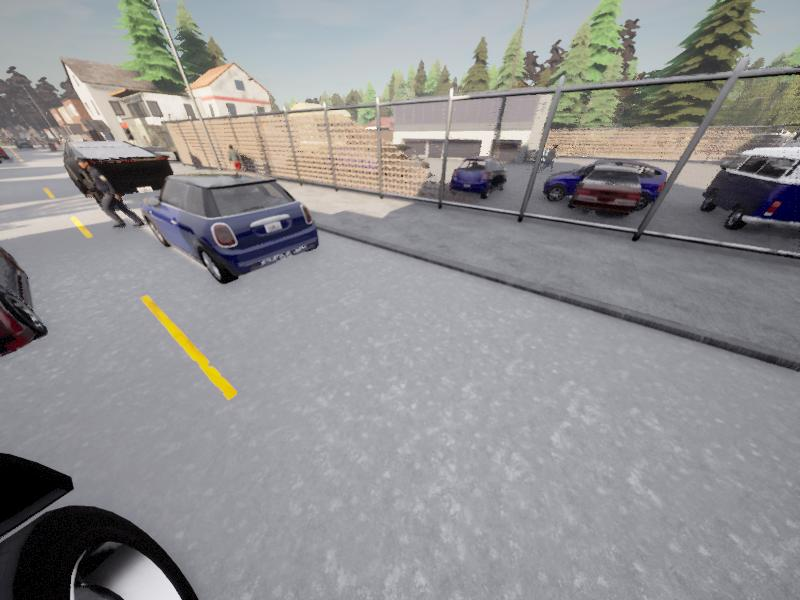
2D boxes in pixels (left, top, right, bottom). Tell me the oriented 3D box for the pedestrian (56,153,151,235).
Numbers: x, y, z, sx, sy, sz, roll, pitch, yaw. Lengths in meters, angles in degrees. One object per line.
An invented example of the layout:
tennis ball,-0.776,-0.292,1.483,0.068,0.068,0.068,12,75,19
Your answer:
pedestrian,-7.966,-2.877,6.307,0.751,1.860,0.751,23,41,28

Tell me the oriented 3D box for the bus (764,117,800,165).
bus,47.577,-17.126,24.790,10.273,4.253,3.944,-7,34,-9

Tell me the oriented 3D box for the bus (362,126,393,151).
bus,-5.355,-37.738,53.771,3.944,4.253,10.273,-15,39,-17

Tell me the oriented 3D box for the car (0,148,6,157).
car,-54.906,-19.944,30.657,4.792,1.488,2.163,22,41,28

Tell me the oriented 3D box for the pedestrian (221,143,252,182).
pedestrian,-9.363,-7.903,13.260,0.751,1.860,0.751,-28,44,-34

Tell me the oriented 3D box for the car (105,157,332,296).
car,-4.050,-2.038,5.237,4.553,1.767,2.097,22,41,28

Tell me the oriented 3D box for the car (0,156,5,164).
car,-41.200,-14.360,22.740,3.705,1.549,1.789,22,41,28

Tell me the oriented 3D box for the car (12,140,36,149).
car,-80.069,-33.105,49.167,4.974,1.542,2.038,22,41,28

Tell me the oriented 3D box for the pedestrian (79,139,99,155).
pedestrian,-41.695,-20.498,30.952,0.751,1.860,0.751,25,42,30

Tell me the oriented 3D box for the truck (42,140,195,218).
truck,-11.639,-5.269,9.520,6.274,2.098,2.390,22,41,28

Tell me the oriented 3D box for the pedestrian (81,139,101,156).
pedestrian,-39.739,-19.653,29.762,0.751,1.860,0.751,28,44,33

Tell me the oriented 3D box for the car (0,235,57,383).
car,-6.531,-0.061,2.784,4.181,1.385,1.994,22,41,28

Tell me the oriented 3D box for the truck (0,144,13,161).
truck,-47.960,-18.052,25.974,8.468,3.827,2.891,22,41,28

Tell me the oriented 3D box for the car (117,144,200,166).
car,-23.645,-14.429,22.861,1.930,1.638,5.238,26,43,32

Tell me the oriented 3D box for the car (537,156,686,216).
car,7.819,-4.603,9.037,3.705,1.547,1.789,22,41,28
